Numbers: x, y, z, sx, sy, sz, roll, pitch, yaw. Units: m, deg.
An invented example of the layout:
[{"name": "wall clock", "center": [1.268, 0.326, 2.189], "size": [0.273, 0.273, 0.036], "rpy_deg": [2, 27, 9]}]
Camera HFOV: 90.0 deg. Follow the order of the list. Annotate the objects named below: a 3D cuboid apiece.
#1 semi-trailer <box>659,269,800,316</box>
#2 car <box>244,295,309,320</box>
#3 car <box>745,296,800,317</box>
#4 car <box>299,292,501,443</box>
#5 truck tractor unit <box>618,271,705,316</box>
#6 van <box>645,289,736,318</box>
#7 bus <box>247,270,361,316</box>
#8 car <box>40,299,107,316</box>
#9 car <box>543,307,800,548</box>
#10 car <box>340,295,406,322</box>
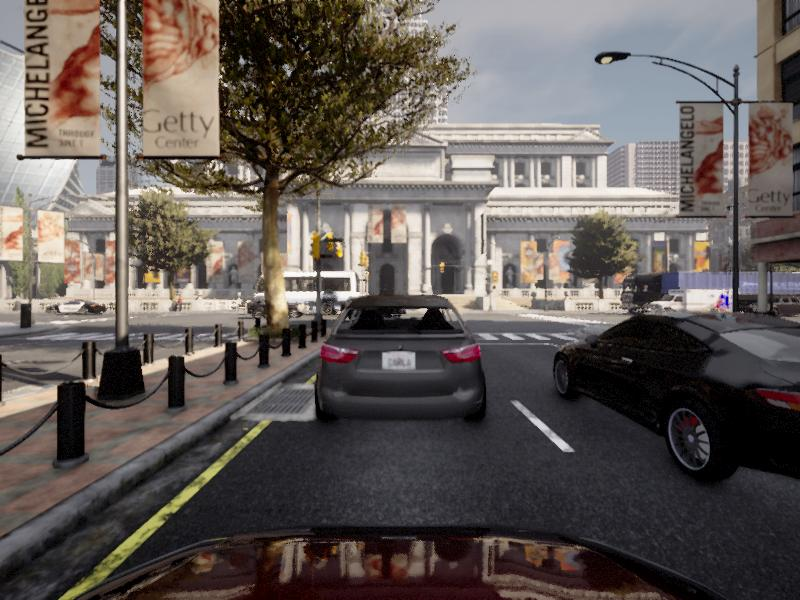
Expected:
[{"name": "semi-trailer", "center": [33.323, -0.713, 39.172], "size": [14.254, 4.402, 2.717], "rpy_deg": [0, 0, -1]}, {"name": "car", "center": [-9.914, 0.577, 32.359], "size": [4.605, 1.855, 1.932], "rpy_deg": [-1, 0, 1]}, {"name": "car", "center": [33.812, 0.566, 35.534], "size": [4.605, 1.855, 1.932], "rpy_deg": [0, 0, 0]}, {"name": "car", "center": [0.019, 0.740, 6.741], "size": [2.242, 1.667, 4.611], "rpy_deg": [0, 0, 0]}, {"name": "truck tractor unit", "center": [25.404, -0.599, 39.110], "size": [6.516, 4.208, 3.053], "rpy_deg": [0, 0, 0]}, {"name": "van", "center": [25.704, 0.291, 35.599], "size": [6.366, 2.431, 2.351], "rpy_deg": [0, 0, 0]}, {"name": "bus", "center": [-9.160, -0.629, 39.231], "size": [10.273, 4.253, 3.944], "rpy_deg": [0, 0, 0]}, {"name": "car", "center": [-32.113, 0.728, 39.488], "size": [4.974, 1.542, 2.038], "rpy_deg": [0, 0, 1]}, {"name": "car", "center": [3.472, 0.858, 4.858], "size": [1.812, 1.442, 4.674], "rpy_deg": [0, 0, 0]}, {"name": "car", "center": [-1.884, 0.583, 28.801], "size": [4.605, 1.855, 1.932], "rpy_deg": [0, 0, 0]}]
